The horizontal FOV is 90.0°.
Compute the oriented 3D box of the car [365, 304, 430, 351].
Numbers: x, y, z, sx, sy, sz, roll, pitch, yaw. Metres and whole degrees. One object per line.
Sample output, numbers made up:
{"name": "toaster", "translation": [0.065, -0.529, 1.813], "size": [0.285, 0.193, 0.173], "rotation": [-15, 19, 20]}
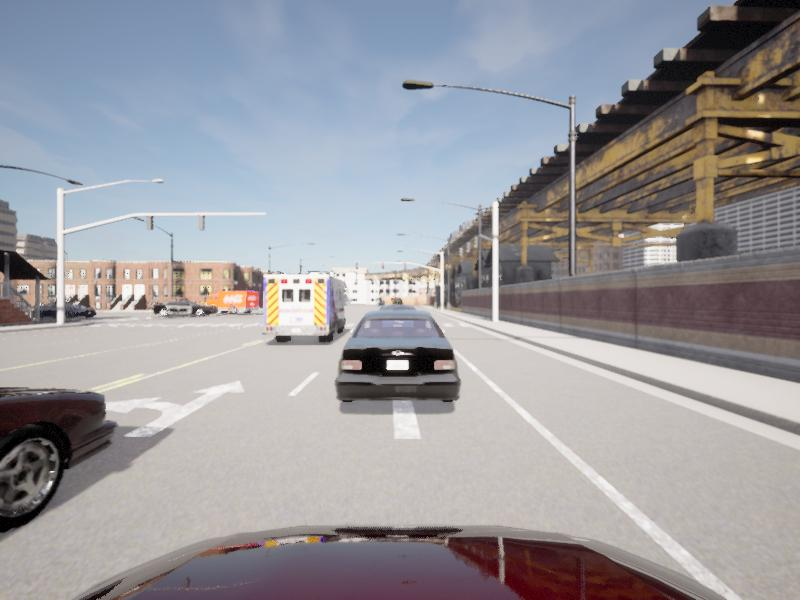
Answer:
{"name": "car", "translation": [-0.085, 0.880, 15.215], "size": [2.033, 1.411, 5.357], "rotation": [0, 0, 0]}

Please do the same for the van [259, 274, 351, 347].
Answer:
{"name": "van", "translation": [-3.593, 0.363, 16.683], "size": [2.351, 2.431, 6.366], "rotation": [0, 0, 0]}

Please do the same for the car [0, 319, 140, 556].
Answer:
{"name": "car", "translation": [-3.505, 0.893, 1.167], "size": [2.033, 1.411, 5.357], "rotation": [0, 0, 0]}

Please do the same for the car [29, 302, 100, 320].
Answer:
{"name": "car", "translation": [-27.145, 0.876, 32.477], "size": [4.181, 1.385, 1.994], "rotation": [0, 0, 2]}

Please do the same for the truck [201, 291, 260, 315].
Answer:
{"name": "truck", "translation": [-17.800, 0.315, 42.123], "size": [5.204, 2.467, 2.627], "rotation": [0, -1, 15]}

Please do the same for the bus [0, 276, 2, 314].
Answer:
{"name": "bus", "translation": [-49.687, -0.574, 42.787], "size": [10.273, 4.253, 3.944], "rotation": [0, 0, 0]}

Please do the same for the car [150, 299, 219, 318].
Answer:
{"name": "car", "translation": [-19.601, 0.736, 36.607], "size": [5.238, 1.638, 1.930], "rotation": [0, 0, -8]}

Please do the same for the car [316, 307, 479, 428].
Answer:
{"name": "car", "translation": [-0.041, 0.887, 7.663], "size": [2.033, 1.411, 5.357], "rotation": [0, 0, 0]}

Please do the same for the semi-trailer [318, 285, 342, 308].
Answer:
{"name": "semi-trailer", "translation": [-14.556, -0.696, 83.905], "size": [2.717, 4.402, 14.254], "rotation": [0, 0, -1]}
